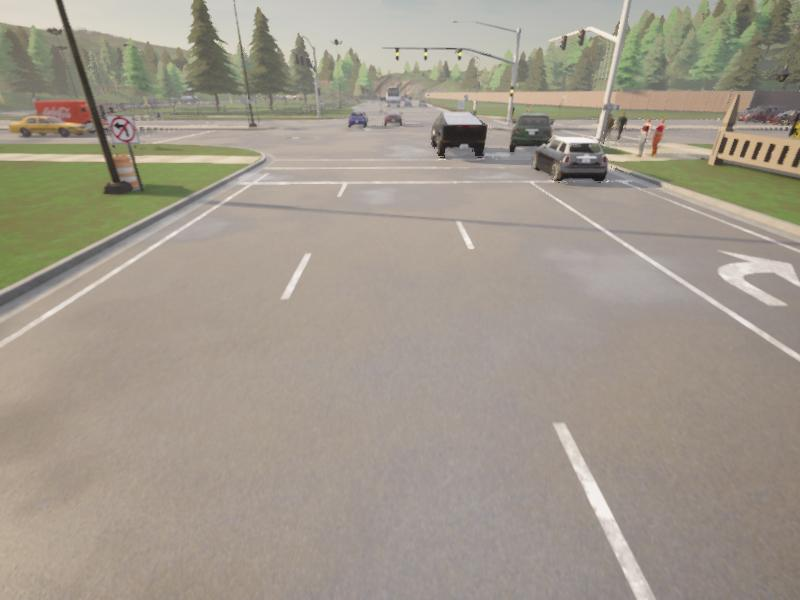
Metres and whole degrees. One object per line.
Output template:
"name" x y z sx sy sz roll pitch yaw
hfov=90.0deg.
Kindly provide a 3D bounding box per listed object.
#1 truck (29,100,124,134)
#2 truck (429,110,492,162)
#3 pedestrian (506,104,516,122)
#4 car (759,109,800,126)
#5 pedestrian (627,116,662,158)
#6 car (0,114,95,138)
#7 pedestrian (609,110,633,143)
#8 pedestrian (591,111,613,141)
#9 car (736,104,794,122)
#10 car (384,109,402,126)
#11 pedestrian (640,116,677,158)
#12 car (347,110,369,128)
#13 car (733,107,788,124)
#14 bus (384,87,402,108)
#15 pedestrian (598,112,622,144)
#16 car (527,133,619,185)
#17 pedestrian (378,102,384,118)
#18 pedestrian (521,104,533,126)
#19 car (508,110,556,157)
"truck" -27.144 -15.496 33.828 5.204 2.467 2.627 0 27 0
"truck" 3.094 -9.237 22.124 2.390 2.098 6.274 0 27 -1
"pedestrian" 13.031 -21.972 46.914 0.751 1.860 0.751 -3 28 -6
"car" 40.685 -18.854 41.337 4.792 1.488 2.163 0 27 0
"pedestrian" 11.899 -7.964 19.535 0.751 1.860 0.751 -6 28 -11
"car" -27.116 -13.492 30.925 5.366 1.575 1.801 0 27 0
"pedestrian" 13.920 -10.940 25.229 0.751 1.860 0.751 3 28 6
"pedestrian" 14.110 -12.159 27.964 0.751 1.860 0.751 1 27 1
"car" 43.237 -22.213 47.489 4.553 1.767 2.097 0 27 0
"car" -0.701 -19.316 42.301 1.812 1.442 4.674 0 27 -1
"pedestrian" 12.575 -7.950 19.506 0.751 1.860 0.751 -4 28 -8
"car" -4.174 -18.326 40.358 1.816 1.474 4.193 0 27 -1
"car" 39.931 -20.519 44.416 3.988 1.617 1.851 0 27 0
"bus" -1.645 -48.707 95.993 3.944 4.253 10.273 0 27 -1
"pedestrian" 13.784 -11.298 26.302 0.751 1.860 0.751 0 27 -1
"car" 6.737 -5.770 16.103 1.970 1.475 3.806 0 27 0
"pedestrian" -2.546 -25.347 53.443 0.751 1.860 0.751 1 27 2
"pedestrian" 12.196 -17.687 38.309 0.751 1.860 0.751 4 28 7
"car" 7.678 -9.858 23.377 2.150 2.045 5.566 8 28 14
